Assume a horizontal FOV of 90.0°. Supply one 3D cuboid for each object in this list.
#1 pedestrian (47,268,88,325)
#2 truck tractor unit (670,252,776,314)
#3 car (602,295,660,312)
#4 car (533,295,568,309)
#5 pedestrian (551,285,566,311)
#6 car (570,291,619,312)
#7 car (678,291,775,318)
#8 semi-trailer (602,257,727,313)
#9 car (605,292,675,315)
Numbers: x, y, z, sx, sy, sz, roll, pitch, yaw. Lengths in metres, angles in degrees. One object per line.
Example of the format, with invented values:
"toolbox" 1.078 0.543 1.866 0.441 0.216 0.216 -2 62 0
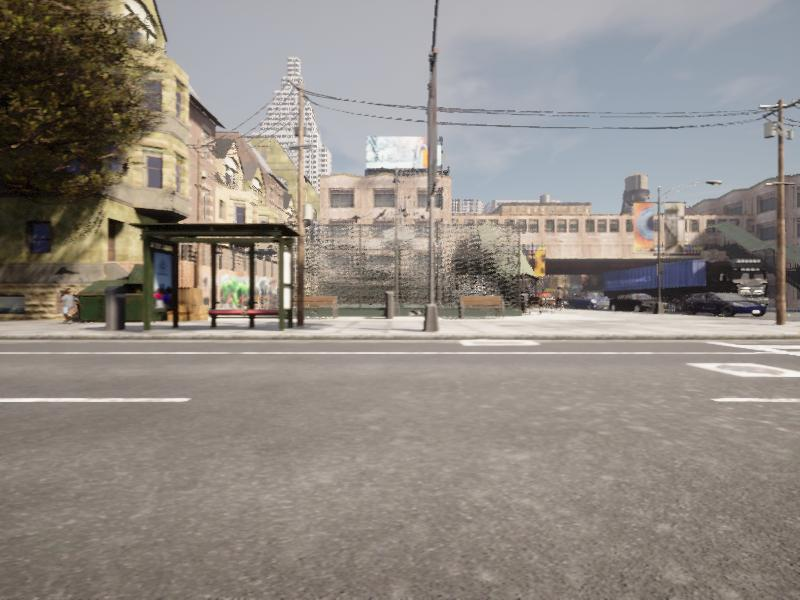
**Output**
"pedestrian" -11.123 -0.120 13.421 0.751 1.860 0.751 0 0 1
"truck tractor unit" 24.296 -1.121 30.670 3.053 4.208 6.516 0 0 3
"car" 20.213 0.296 35.334 2.033 1.411 5.357 0 0 0
"car" 17.291 0.224 46.381 2.231 1.521 4.892 0 0 0
"pedestrian" 11.493 -0.115 29.003 0.751 1.860 0.751 0 0 0
"car" 17.177 0.098 35.606 2.185 1.767 4.553 0 0 0
"car" 20.138 0.253 24.993 2.163 1.488 4.792 0 0 0
"semi-trailer" 24.434 -1.216 38.578 2.717 4.402 14.254 0 0 1
"car" 17.268 0.224 29.180 2.097 1.535 5.008 0 0 0
